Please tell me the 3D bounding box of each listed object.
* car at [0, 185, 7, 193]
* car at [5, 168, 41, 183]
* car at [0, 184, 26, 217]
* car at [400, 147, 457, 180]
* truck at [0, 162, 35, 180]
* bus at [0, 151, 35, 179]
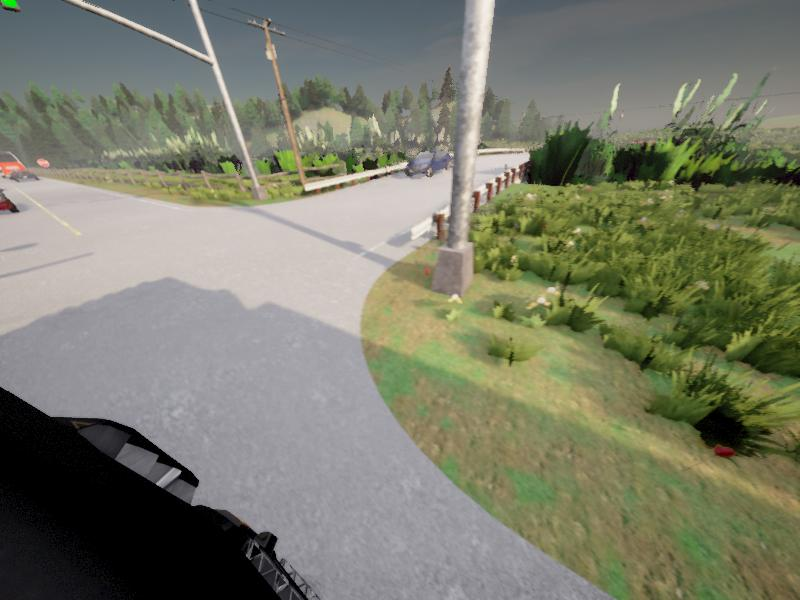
[{"bbox_3d":[-39.283,-10.773,21.575,5.357,1.411,2.033,18,39,28],"label":"car"},{"bbox_3d":[-56.650,-18.704,34.695,5.027,1.651,2.152,18,39,28],"label":"car"},{"bbox_3d":[-22.188,-5.283,12.035,4.792,1.488,2.163,18,39,28],"label":"car"},{"bbox_3d":[2.127,-9.783,16.383,1.812,1.442,4.674,20,43,30],"label":"car"},{"bbox_3d":[-66.201,-22.227,39.705,5.204,2.467,2.627,18,39,28],"label":"truck"},{"bbox_3d":[-76.888,-26.333,45.018,10.273,4.253,3.944,18,39,28],"label":"bus"}]
